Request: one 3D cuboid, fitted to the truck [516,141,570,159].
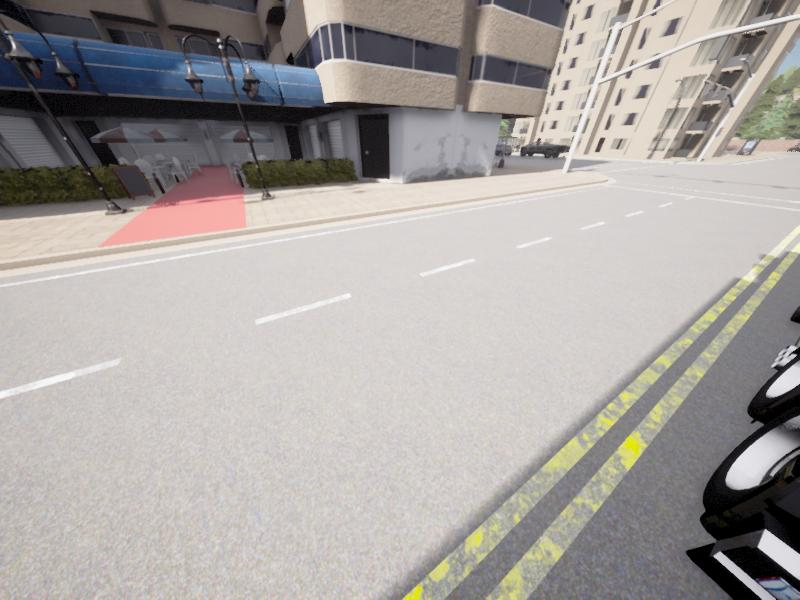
[{"bbox_3d":[21.506,-22.897,35.168,2.390,2.098,6.274,-18,39,-25],"label":"truck"}]

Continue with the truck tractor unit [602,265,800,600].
[{"bbox_3d":[5.114,-0.296,0.786,6.516,4.208,3.053,-18,39,-24],"label":"truck tractor unit"}]
